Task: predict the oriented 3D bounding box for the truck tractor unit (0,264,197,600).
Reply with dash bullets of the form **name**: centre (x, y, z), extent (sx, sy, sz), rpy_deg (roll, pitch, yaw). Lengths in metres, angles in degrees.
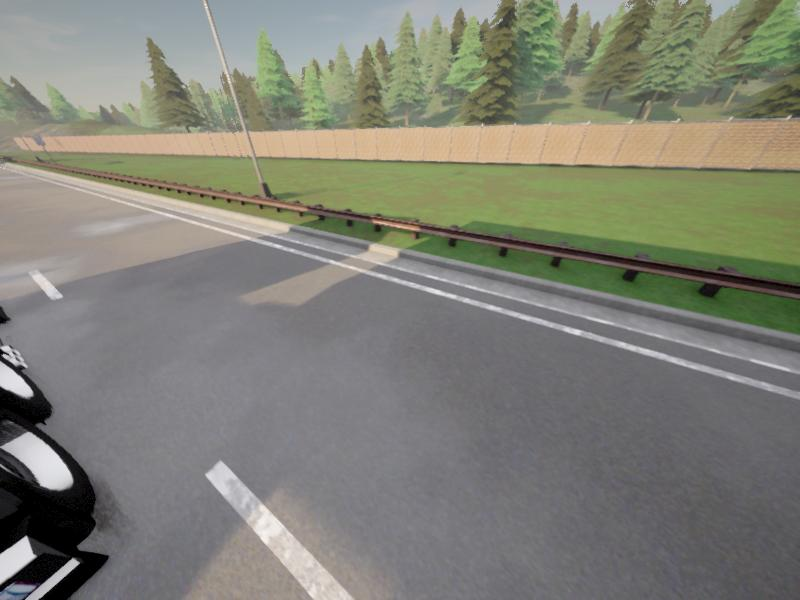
- **truck tractor unit**: centre (-5.115, -0.295, 0.783), extent (6.516, 4.208, 3.053), rpy_deg (18, 39, 24)
